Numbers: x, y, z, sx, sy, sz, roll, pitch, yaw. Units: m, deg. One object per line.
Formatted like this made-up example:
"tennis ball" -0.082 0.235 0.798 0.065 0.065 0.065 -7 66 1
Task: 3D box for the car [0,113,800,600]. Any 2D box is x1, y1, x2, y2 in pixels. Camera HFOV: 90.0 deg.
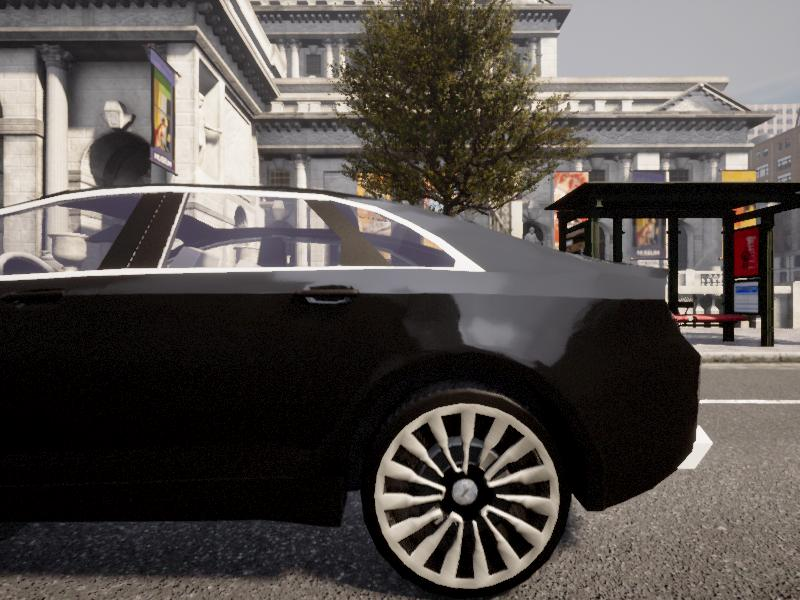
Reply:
"car" -1.169 0.236 2.211 4.902 1.511 2.128 0 0 1
